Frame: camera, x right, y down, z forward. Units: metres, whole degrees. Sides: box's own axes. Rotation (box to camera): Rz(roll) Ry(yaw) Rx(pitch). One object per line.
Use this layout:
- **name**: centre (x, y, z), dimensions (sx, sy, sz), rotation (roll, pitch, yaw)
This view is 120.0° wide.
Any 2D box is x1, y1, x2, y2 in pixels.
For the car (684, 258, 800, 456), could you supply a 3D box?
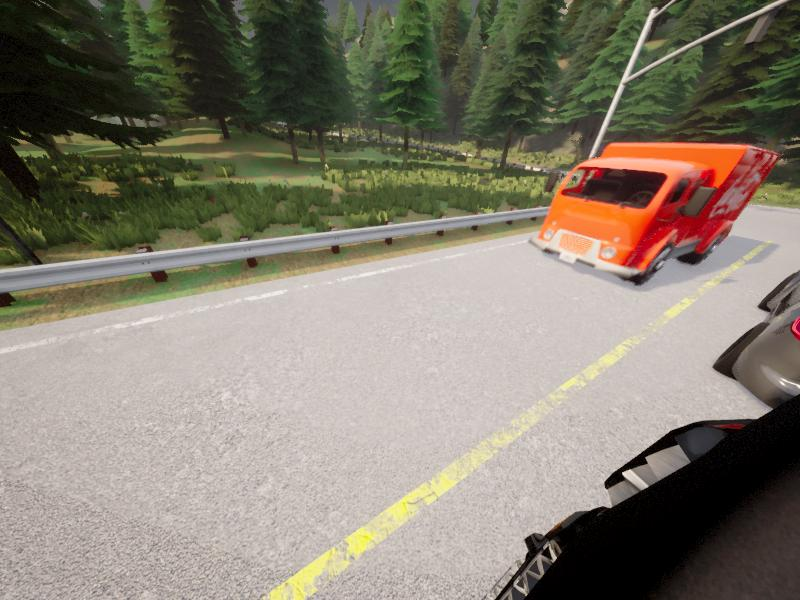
- **car**: centre (5.832, 0.331, 2.379), dimensions (4.611, 1.667, 2.242), rotation (-16, 38, -26)

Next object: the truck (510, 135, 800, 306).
- **truck**: centre (5.799, -2.200, 5.463), dimensions (5.204, 2.467, 2.627), rotation (-15, 38, -25)
